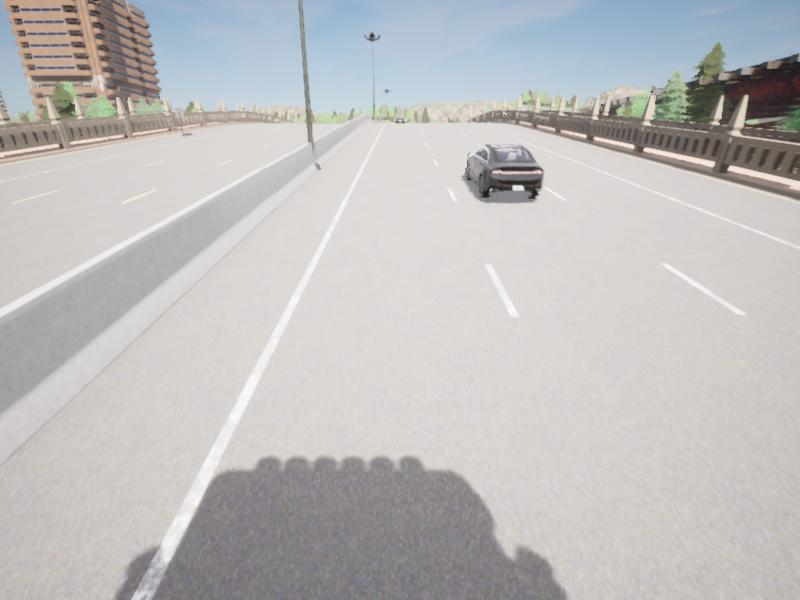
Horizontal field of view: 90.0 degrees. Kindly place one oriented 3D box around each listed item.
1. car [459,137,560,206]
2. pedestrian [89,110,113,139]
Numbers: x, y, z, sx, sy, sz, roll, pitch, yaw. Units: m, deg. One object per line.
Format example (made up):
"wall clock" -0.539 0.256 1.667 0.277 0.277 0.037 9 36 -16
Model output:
"car" 3.504 -4.629 13.935 2.128 1.511 4.902 0 27 0
"pedestrian" -21.750 -12.753 29.144 0.751 1.860 0.751 0 20 0
